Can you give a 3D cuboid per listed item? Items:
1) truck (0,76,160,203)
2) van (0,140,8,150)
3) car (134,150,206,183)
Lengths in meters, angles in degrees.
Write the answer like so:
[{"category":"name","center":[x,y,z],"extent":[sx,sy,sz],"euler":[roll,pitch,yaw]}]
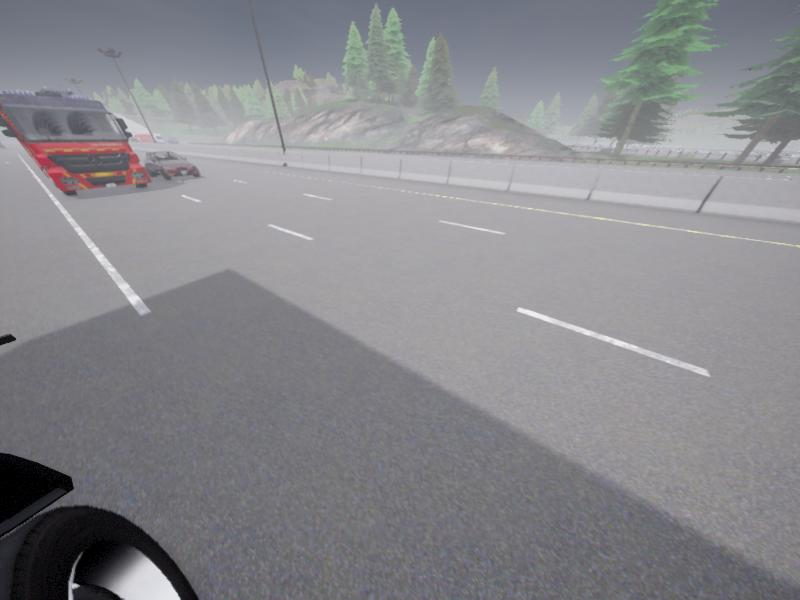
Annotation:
[{"category":"truck","center":[-16.079,-7.639,11.284],"extent":[8.468,3.827,2.891],"euler":[23,41,28]},{"category":"van","center":[-76.289,-29.655,43.144],"extent":[5.915,2.561,1.988],"euler":[23,41,28]},{"category":"car","center":[-14.547,-8.530,14.591],"extent":[4.193,1.474,1.816],"euler":[23,41,28]}]
